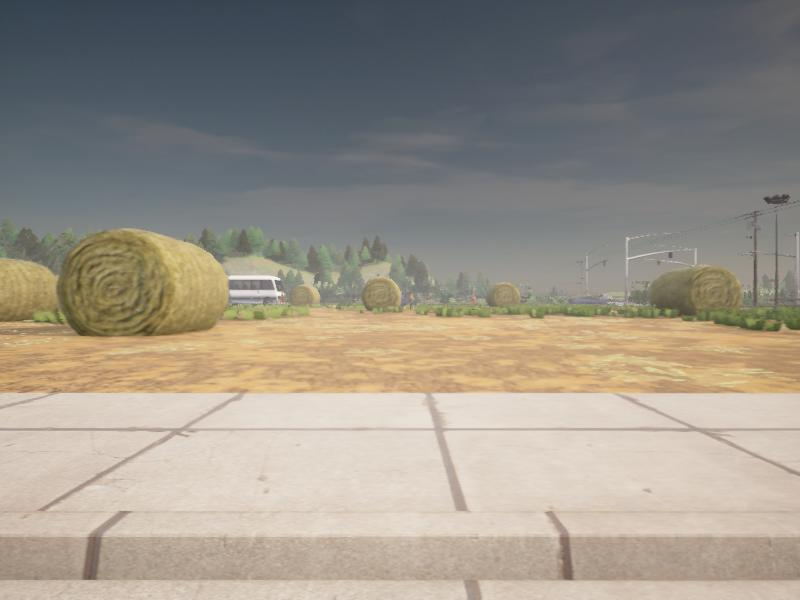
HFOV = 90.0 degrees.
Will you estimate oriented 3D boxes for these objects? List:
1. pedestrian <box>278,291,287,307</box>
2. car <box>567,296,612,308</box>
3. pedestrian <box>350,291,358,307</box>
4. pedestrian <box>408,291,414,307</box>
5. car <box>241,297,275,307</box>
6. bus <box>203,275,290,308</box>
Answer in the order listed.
[{"bbox_3d":[-13.824,-0.122,46.995,0.751,1.860,0.751,0,0,40],"label":"pedestrian"},{"bbox_3d":[23.982,0.242,50.759,4.792,1.488,2.163,0,0,9],"label":"car"},{"bbox_3d":[-5.651,-0.123,49.190,0.751,1.860,0.751,0,0,7],"label":"pedestrian"},{"bbox_3d":[1.312,-0.123,47.187,0.751,1.860,0.751,0,0,3],"label":"pedestrian"},{"bbox_3d":[-20.397,0.247,57.620,4.193,1.474,1.816,0,0,4],"label":"car"},{"bbox_3d":[-20.638,-1.142,54.183,10.273,4.253,3.944,0,0,3],"label":"bus"}]
